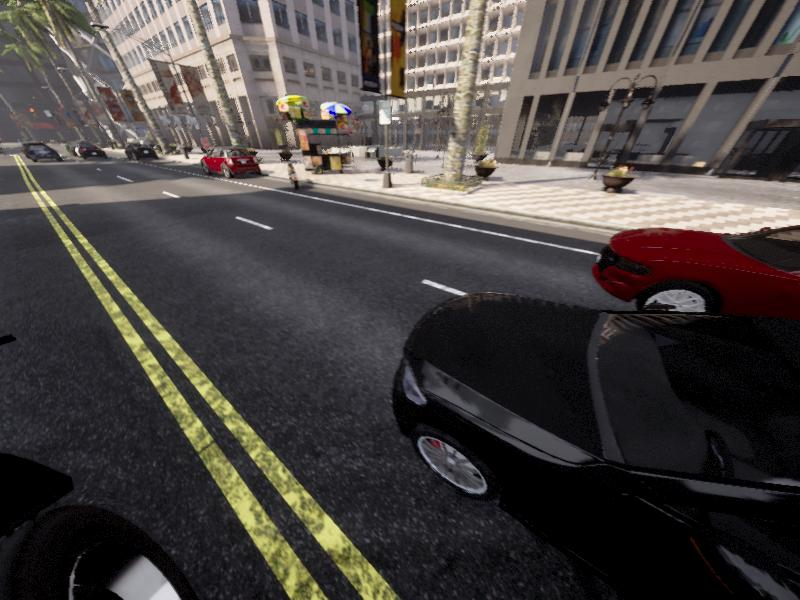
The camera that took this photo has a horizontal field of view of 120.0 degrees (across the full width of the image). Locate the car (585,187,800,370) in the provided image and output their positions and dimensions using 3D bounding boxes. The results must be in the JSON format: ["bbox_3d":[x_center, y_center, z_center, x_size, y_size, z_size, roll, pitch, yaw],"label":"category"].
[{"bbox_3d":[5.612,-0.121,2.796,5.008,1.535,1.882,22,41,28],"label":"car"}]

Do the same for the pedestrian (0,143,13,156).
[{"bbox_3d":[-51.351,-19.462,29.874,0.751,1.300,0.751,21,40,26],"label":"pedestrian"}]

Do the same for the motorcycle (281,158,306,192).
[{"bbox_3d":[-5.668,-6.666,12.251,0.764,1.277,2.356,-15,38,-20],"label":"motorcycle"}]

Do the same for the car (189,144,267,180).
[{"bbox_3d":[-11.604,-9.427,15.620,4.553,1.767,2.185,22,41,28],"label":"car"}]

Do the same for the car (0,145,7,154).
[{"bbox_3d":[-57.855,-21.427,32.486,4.792,1.488,2.163,23,41,28],"label":"car"}]

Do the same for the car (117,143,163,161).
[{"bbox_3d":[-29.413,-16.783,26.160,4.792,1.488,2.163,22,41,28],"label":"car"}]

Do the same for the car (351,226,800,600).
[{"bbox_3d":[2.136,0.963,1.309,4.674,1.442,1.812,22,41,28],"label":"car"}]

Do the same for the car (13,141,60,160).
[{"bbox_3d":[-42.435,-17.553,26.968,4.611,1.667,2.242,23,41,28],"label":"car"}]

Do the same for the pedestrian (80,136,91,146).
[{"bbox_3d":[-71.618,-36.165,52.625,0.751,1.860,0.751,-28,44,-34],"label":"pedestrian"}]

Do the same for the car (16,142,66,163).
[{"bbox_3d":[-36.881,-15.217,23.742,4.856,1.649,2.033,23,41,28],"label":"car"}]

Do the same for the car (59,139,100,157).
[{"bbox_3d":[-41.357,-19.635,29.821,4.553,1.767,2.097,23,41,28],"label":"car"}]

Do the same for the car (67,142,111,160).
[{"bbox_3d":[-36.261,-17.401,26.929,4.974,1.542,2.038,23,41,28],"label":"car"}]
